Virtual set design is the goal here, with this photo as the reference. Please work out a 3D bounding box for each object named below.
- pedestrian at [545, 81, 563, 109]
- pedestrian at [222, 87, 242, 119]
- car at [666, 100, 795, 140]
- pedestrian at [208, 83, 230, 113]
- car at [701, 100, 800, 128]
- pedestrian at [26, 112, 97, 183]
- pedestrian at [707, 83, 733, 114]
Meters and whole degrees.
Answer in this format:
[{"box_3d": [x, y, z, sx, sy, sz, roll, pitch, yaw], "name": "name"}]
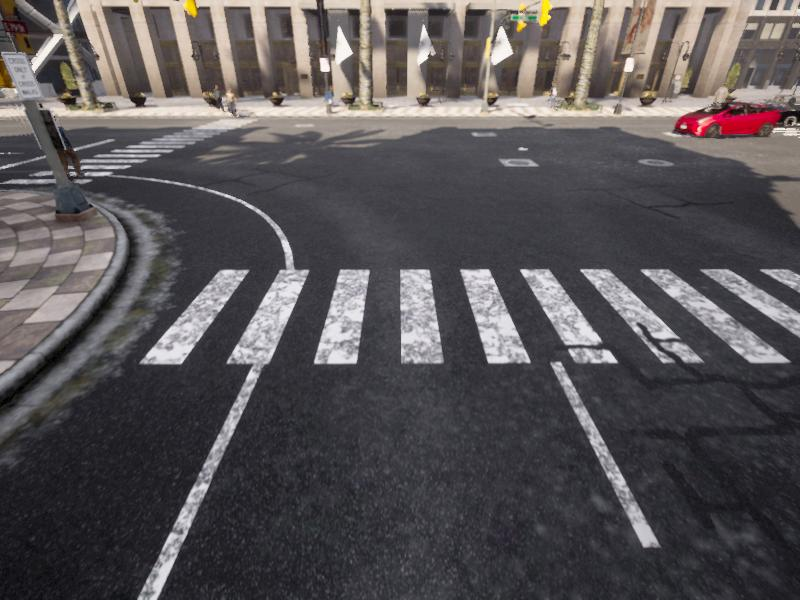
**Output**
[{"box_3d": [11.728, -15.560, 30.436, 0.751, 1.860, 0.751, 0, 30, 0], "name": "pedestrian"}, {"box_3d": [-10.912, -12.799, 26.007, 0.751, 1.860, 0.751, -4, 31, -7], "name": "pedestrian"}, {"box_3d": [16.118, -8.894, 19.714, 4.514, 1.525, 2.007, -4, 30, -7], "name": "car"}, {"box_3d": [-12.634, -14.094, 27.920, 0.751, 1.860, 0.751, 23, 37, 34], "name": "pedestrian"}, {"box_3d": [20.705, -10.803, 23.209, 4.718, 1.301, 1.895, 0, 30, 0], "name": "car"}, {"box_3d": [-9.907, -4.485, 11.784, 0.751, 1.860, 0.751, -1, 30, -3], "name": "pedestrian"}, {"box_3d": [22.028, -13.872, 27.552, 0.751, 1.860, 0.751, 24, 38, 35], "name": "pedestrian"}]
